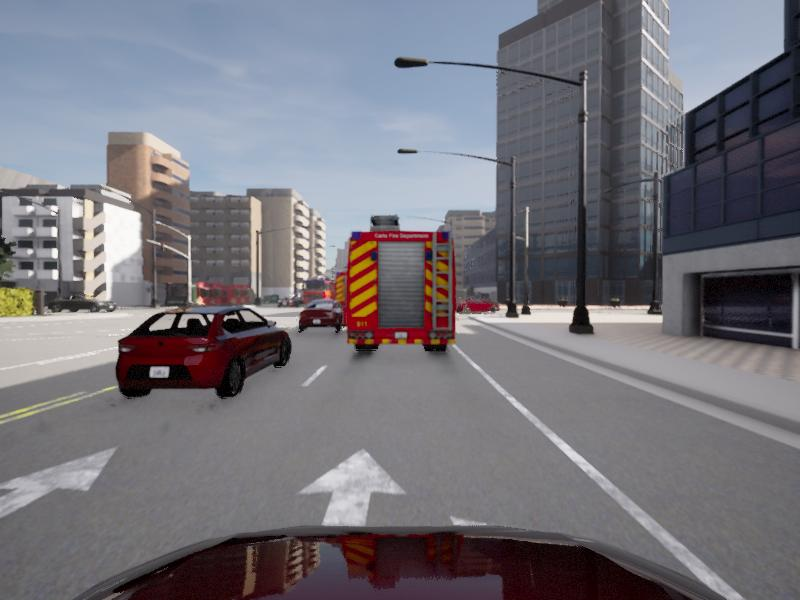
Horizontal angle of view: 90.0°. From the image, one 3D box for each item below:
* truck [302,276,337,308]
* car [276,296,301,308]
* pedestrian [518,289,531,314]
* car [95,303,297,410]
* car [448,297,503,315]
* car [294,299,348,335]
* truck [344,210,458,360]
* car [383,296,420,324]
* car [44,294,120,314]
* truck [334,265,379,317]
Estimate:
[{"bbox_3d":[-10.438,-0.987,52.751,2.891,3.827,8.468,0,0,0],"label":"truck"},{"bbox_3d":[-13.926,0.207,50.095,1.970,1.475,3.806,0,1,0],"label":"car"},{"bbox_3d":[9.475,0.118,30.505,0.751,1.860,0.751,0,1,4],"label":"pedestrian"},{"bbox_3d":[-3.489,0.827,7.873,1.816,1.474,4.193,0,1,0],"label":"car"},{"bbox_3d":[6.466,0.469,34.333,4.181,1.385,1.994,-1,1,-19],"label":"car"},{"bbox_3d":[-3.572,0.696,18.917,1.812,1.442,4.674,0,1,-3],"label":"car"},{"bbox_3d":[0.034,-0.434,14.417,2.891,3.827,8.468,0,1,0],"label":"truck"},{"bbox_3d":[0.202,0.551,25.350,2.038,1.542,4.974,0,1,3],"label":"car"},{"bbox_3d":[-27.748,0.326,35.033,5.027,1.651,2.152,0,1,1],"label":"car"},{"bbox_3d":[-3.441,-0.744,33.932,2.891,3.827,8.468,0,1,0],"label":"truck"}]
